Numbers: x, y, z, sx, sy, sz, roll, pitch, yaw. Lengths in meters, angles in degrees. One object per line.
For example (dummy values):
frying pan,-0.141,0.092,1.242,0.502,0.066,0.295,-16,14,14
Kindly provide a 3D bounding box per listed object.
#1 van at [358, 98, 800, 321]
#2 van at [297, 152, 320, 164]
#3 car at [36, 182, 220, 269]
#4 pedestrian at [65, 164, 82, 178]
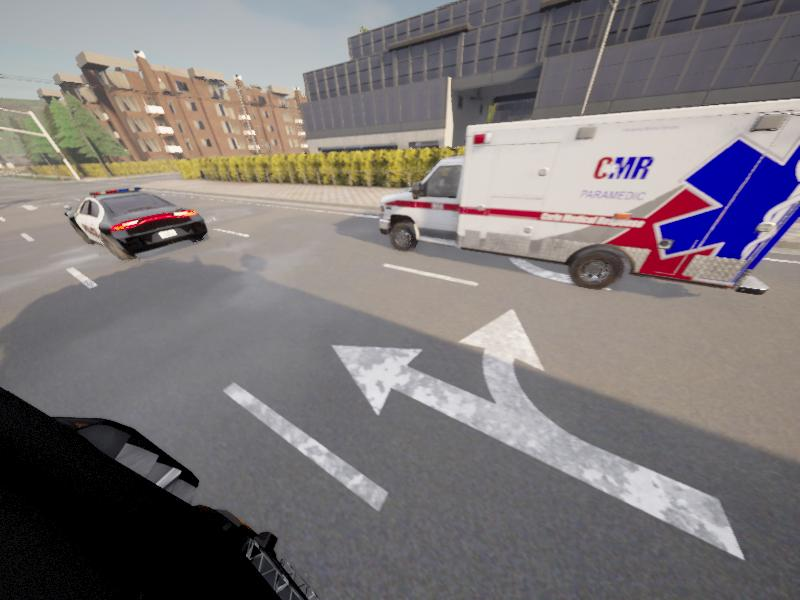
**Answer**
van,2.569,-2.078,4.722,6.366,2.431,2.351,16,38,26
van,-21.216,-33.157,53.825,2.069,2.038,4.480,16,38,26
car,-8.185,-2.504,6.980,4.974,1.542,2.038,16,38,26
pedestrian,-53.999,-21.313,38.184,0.751,1.860,0.751,15,38,25
